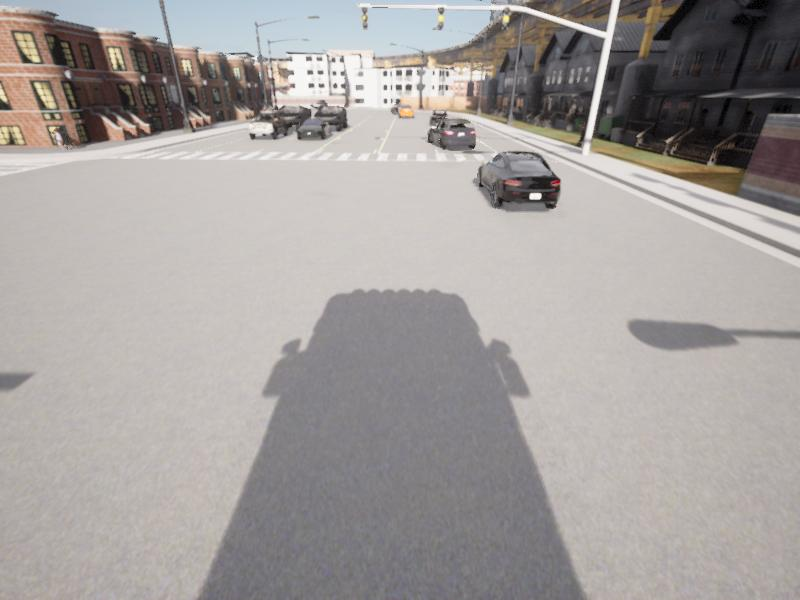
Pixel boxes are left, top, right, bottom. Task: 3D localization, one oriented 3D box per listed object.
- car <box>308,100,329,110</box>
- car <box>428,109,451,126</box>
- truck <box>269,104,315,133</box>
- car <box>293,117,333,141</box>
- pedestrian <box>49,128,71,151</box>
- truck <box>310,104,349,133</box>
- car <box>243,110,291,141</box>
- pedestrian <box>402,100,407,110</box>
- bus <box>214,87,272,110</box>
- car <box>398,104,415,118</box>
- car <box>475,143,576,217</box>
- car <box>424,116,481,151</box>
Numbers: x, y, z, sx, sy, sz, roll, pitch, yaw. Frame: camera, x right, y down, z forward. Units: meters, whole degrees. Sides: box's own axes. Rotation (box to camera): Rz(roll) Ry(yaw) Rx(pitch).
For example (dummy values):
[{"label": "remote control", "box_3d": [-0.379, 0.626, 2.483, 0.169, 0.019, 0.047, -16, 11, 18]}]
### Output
[{"label": "car", "box_3d": [-17.872, -42.715, 87.396, 3.866, 1.878, 1.905, 10, 29, 19]}, {"label": "car", "box_3d": [4.287, -20.076, 43.955, 2.128, 1.511, 4.902, 1, 27, 1]}, {"label": "truck", "box_3d": [-9.831, -16.923, 37.121, 2.390, 2.098, 6.274, 1, 27, 1]}, {"label": "car", "box_3d": [-6.458, -12.959, 30.239, 1.994, 1.385, 4.181, 1, 27, 1]}, {"label": "pedestrian", "box_3d": [-18.981, -8.979, 22.367, 0.500, 1.100, 0.500, 16, 31, 28]}, {"label": "truck", "box_3d": [-6.334, -16.809, 36.918, 2.390, 2.098, 6.274, 1, 27, 1]}, {"label": "car", "box_3d": [-9.955, -13.310, 30.346, 1.932, 1.855, 4.605, 1, 27, 1]}, {"label": "pedestrian", "box_3d": [0.916, -39.094, 80.091, 0.751, 1.860, 0.751, -20, 33, -33]}, {"label": "bus", "box_3d": [-33.617, -43.441, 86.113, 10.273, 4.253, 3.944, 1, 27, 2]}, {"label": "car", "box_3d": [0.869, -26.923, 56.919, 2.097, 1.767, 4.553, -1, 27, -1]}, {"label": "car", "box_3d": [3.734, -4.023, 12.864, 1.812, 1.442, 4.674, 1, 27, 1]}, {"label": "car", "box_3d": [3.257, -10.827, 25.822, 2.242, 1.667, 4.611, -5, 28, -10]}]
